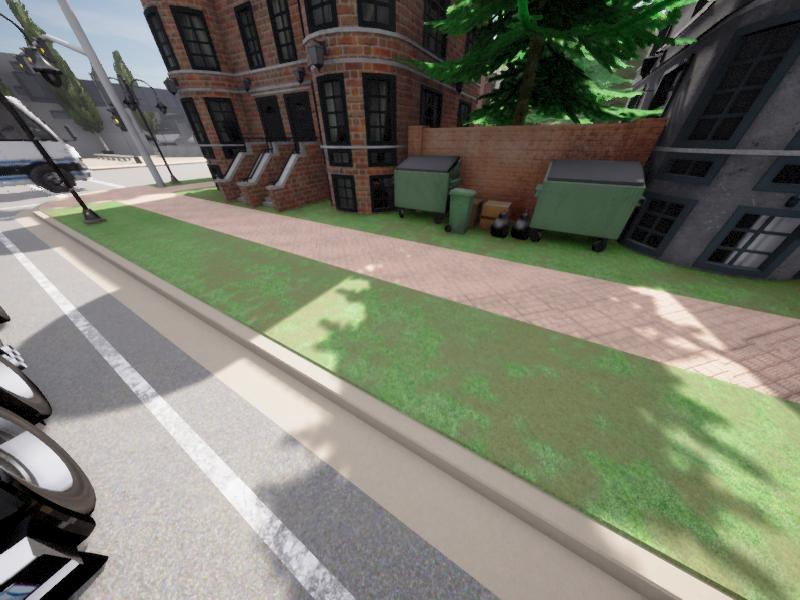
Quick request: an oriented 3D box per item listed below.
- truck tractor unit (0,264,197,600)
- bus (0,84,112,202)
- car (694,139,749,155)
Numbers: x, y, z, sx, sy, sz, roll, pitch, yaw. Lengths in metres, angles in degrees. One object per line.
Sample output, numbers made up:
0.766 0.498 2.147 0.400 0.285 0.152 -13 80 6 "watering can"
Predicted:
-5.112 -0.299 0.781 6.516 4.208 3.053 18 39 24 "truck tractor unit"
-20.631 -6.038 9.095 3.944 4.253 10.273 19 39 25 "bus"
52.417 -25.171 37.864 2.150 2.045 5.566 9 36 13 "car"
